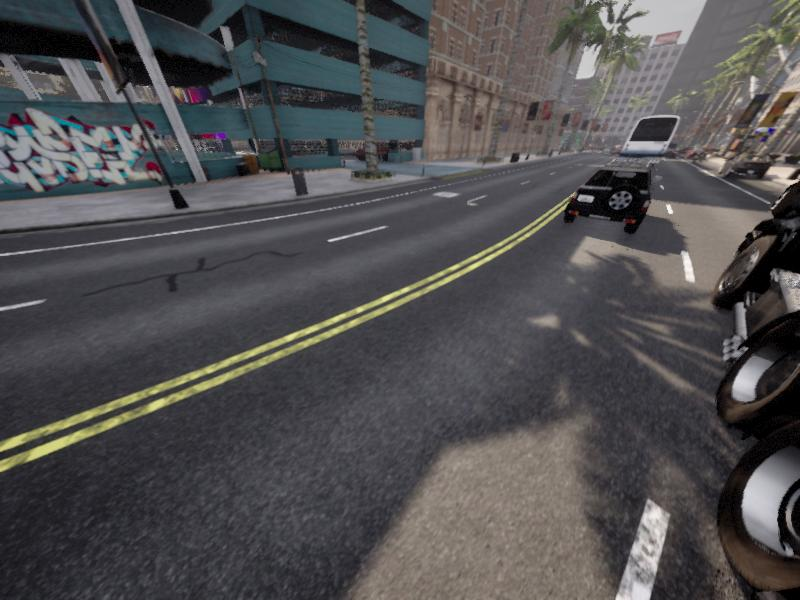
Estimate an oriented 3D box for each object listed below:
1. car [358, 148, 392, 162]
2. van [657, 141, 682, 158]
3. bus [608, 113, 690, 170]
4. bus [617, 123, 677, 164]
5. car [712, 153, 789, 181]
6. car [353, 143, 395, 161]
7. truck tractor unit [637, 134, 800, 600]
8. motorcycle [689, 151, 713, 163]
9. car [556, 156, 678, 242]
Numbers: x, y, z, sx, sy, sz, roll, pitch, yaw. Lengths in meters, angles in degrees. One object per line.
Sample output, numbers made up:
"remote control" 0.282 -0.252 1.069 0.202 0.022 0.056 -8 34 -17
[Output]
"car" -3.486 -20.680 32.880 2.007 1.523 4.514 26 42 33
"van" 50.591 -28.450 43.482 1.988 2.561 5.915 27 43 34
"bus" 26.741 -17.037 25.253 3.944 4.253 10.273 26 41 33
"bus" 35.077 -22.361 33.062 3.944 4.253 10.273 26 43 33
"car" 27.619 -10.747 18.474 2.231 1.521 4.892 26 42 33
"car" -3.524 -20.979 32.623 2.435 2.045 5.566 26 42 33
"truck tractor unit" 4.874 -0.484 1.062 6.516 4.208 3.053 -27 43 -33
"motorcycle" 42.079 -19.987 32.274 2.356 1.277 0.764 -11 36 -15
"car" 7.369 -3.698 7.849 1.932 1.855 4.605 28 43 35
